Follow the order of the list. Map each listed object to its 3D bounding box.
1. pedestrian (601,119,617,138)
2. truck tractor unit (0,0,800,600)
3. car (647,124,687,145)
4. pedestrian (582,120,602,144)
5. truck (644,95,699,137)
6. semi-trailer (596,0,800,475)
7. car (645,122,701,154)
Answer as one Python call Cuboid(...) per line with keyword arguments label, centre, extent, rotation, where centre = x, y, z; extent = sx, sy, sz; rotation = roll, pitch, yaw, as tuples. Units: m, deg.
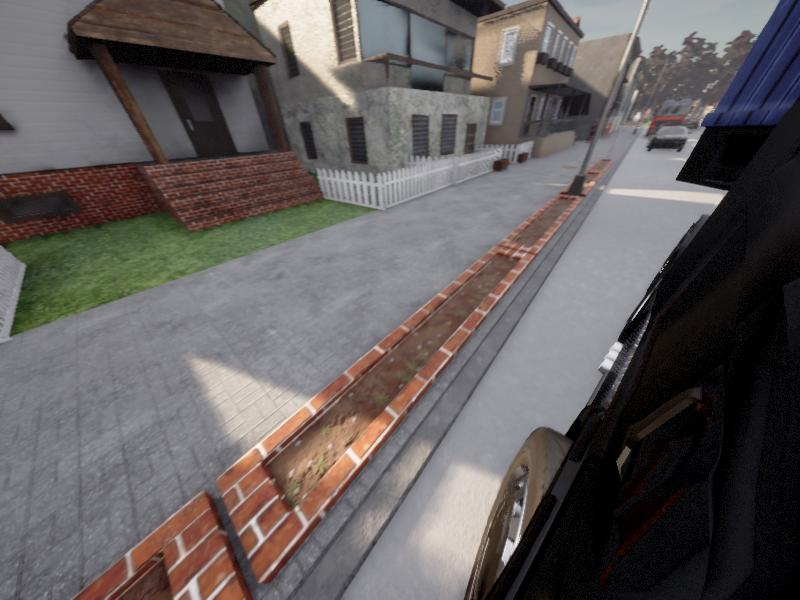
Cuboid(label="pedestrian", centre=(26.218, -21.476, 28.943), extent=(0.751, 1.860, 0.751), rotation=(27, 46, 33))
Cuboid(label="truck tractor unit", centre=(2.645, -0.295, 0.352), extent=(6.516, 4.208, 3.053), rotation=(-28, 44, -30))
Cuboid(label="car", centre=(25.314, -15.781, 22.021), extent=(1.994, 1.385, 4.181), rotation=(26, 45, 33))
Cuboid(label="pedestrian", centre=(19.120, -16.723, 23.033), extent=(0.751, 1.860, 0.751), rotation=(-32, 46, -33))
Cuboid(label="truck", centre=(34.705, -23.655, 29.907), extent=(2.891, 3.827, 8.468), rotation=(26, 45, 32))
Cuboid(label="semi-trailer", centre=(10.077, -1.028, 0.698), extent=(14.254, 4.402, 2.717), rotation=(1, 36, 5))
Cuboid(label="car", centre=(20.341, -12.325, 17.483), extent=(1.930, 1.638, 5.238), rotation=(25, 45, 32))
